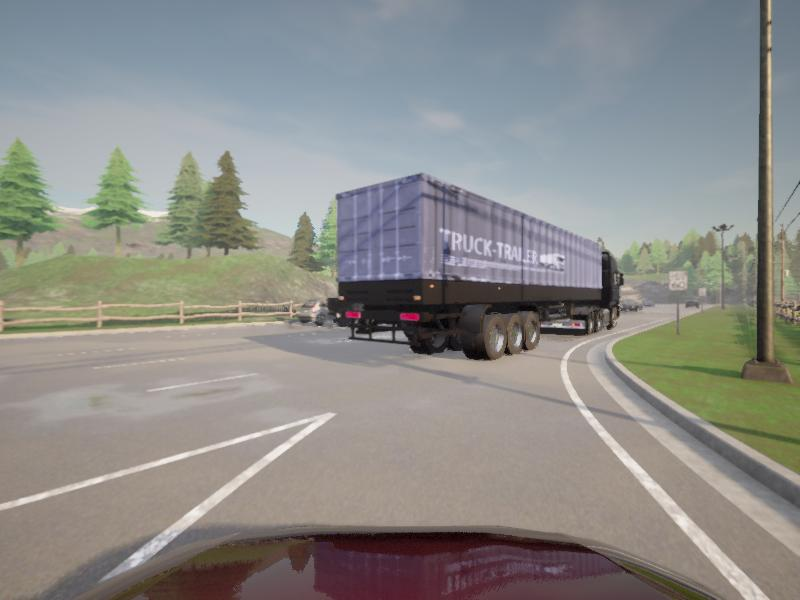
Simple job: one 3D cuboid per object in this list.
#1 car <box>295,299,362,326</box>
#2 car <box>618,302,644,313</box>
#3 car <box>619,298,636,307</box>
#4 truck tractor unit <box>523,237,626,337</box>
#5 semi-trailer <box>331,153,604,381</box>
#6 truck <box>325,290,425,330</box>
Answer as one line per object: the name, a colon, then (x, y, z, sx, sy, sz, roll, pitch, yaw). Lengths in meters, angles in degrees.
car: (-4.538, 0.738, 25.803, 1.851, 1.617, 3.988, 0, 0, 40)
car: (27.873, 0.855, 48.162, 1.895, 1.301, 4.718, 0, 0, 40)
car: (45.695, 0.551, 80.353, 2.097, 1.767, 4.553, 0, 0, 40)
truck tractor unit: (9.006, -0.563, 20.164, 3.053, 4.208, 6.516, 0, 0, 40)
semi-trailer: (3.957, -0.646, 14.066, 2.717, 4.402, 14.254, 0, 0, 40)
truck: (-1.311, 0.496, 24.207, 2.390, 2.098, 6.274, 0, 0, 40)
